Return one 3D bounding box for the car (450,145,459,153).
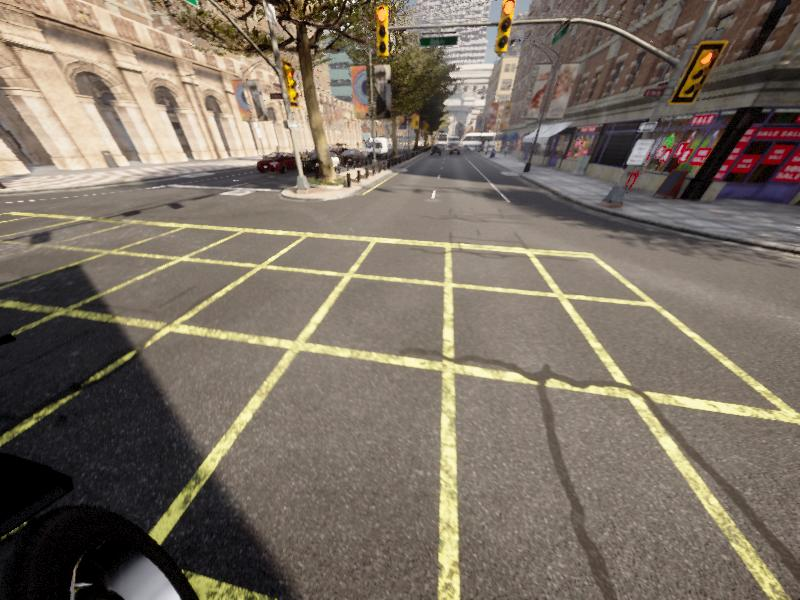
[{"bbox_3d":[13.274,-36.899,56.319,1.845,1.501,3.633,7,35,8],"label":"car"}]

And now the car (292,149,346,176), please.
[{"bbox_3d":[-6.443,-11.514,19.200,2.038,1.542,4.974,6,35,8],"label":"car"}]

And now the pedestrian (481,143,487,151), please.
[{"bbox_3d":[21.707,-39.671,59.899,0.751,1.860,0.751,-4,35,-7],"label":"pedestrian"}]

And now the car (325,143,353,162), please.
[{"bbox_3d":[-7.732,-18.889,29.525,1.905,1.878,3.866,6,35,8],"label":"car"}]

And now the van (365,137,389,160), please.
[{"bbox_3d":[-3.236,-22.107,33.702,1.988,2.561,5.915,6,35,8],"label":"van"}]

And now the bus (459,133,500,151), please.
[{"bbox_3d":[23.805,-47.527,69.506,10.273,4.253,3.944,21,39,26],"label":"bus"}]

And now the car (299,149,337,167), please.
[{"bbox_3d":[-8.730,-15.468,25.015,1.994,1.385,4.181,7,35,9],"label":"car"}]

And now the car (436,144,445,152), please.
[{"bbox_3d":[10.815,-40.566,61.489,2.033,1.649,4.856,6,35,8],"label":"car"}]

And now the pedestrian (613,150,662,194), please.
[{"bbox_3d":[11.720,-6.347,11.488,0.751,1.860,0.751,8,35,10],"label":"pedestrian"}]

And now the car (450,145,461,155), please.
[{"bbox_3d":[11.473,-31.254,48.115,2.038,1.542,4.974,6,35,8],"label":"car"}]

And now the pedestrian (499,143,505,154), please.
[{"bbox_3d":[21.821,-32.458,49.466,0.751,1.860,0.751,8,35,10],"label":"pedestrian"}]

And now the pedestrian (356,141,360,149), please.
[{"bbox_3d":[-11.469,-42.330,63.078,0.751,1.860,0.751,3,35,3],"label":"pedestrian"}]

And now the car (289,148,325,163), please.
[{"bbox_3d":[-11.299,-17.829,28.434,1.895,1.301,4.718,6,35,8],"label":"car"}]

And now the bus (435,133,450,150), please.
[{"bbox_3d":[14.137,-52.583,76.627,3.944,4.253,10.273,6,35,8],"label":"bus"}]

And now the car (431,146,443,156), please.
[{"bbox_3d":[7.139,-28.793,44.499,1.837,1.490,4.892,6,35,8],"label":"car"}]

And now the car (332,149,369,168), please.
[{"bbox_3d":[-5.186,-15.438,25.021,2.033,1.411,5.357,6,35,8],"label":"car"}]

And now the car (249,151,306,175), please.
[{"bbox_3d":[-9.977,-11.516,19.274,1.994,1.385,4.181,6,35,8],"label":"car"}]

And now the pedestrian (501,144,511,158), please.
[{"bbox_3d":[16.459,-23.103,35.825,0.751,1.860,0.751,5,35,6],"label":"pedestrian"}]
